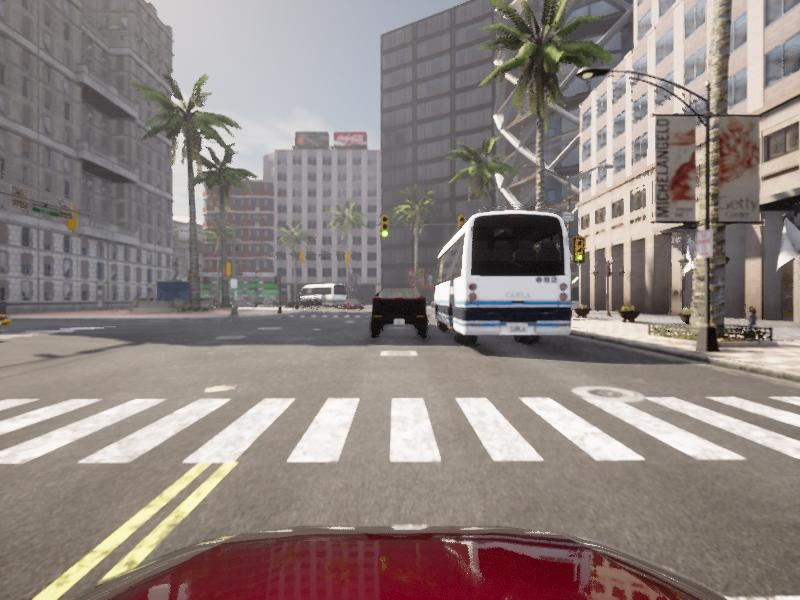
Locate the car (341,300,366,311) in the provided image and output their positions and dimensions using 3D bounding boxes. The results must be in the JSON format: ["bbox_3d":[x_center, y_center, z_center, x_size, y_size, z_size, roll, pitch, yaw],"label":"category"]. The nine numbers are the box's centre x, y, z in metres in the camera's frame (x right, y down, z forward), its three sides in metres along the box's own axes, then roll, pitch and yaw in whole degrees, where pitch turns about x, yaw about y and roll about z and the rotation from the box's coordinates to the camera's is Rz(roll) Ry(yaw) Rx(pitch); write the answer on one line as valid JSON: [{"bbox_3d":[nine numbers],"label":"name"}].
[{"bbox_3d":[-6.832,0.712,57.979,2.163,1.488,4.792,0,0,-26],"label":"car"}]

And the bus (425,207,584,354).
[{"bbox_3d":[3.347,-0.574,16.737,3.944,4.253,10.273,0,0,0],"label":"bus"}]

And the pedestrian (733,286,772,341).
[{"bbox_3d":[12.332,0.452,14.010,0.751,1.860,0.751,0,0,-14],"label":"pedestrian"}]

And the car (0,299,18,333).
[{"bbox_3d":[-21.612,0.756,18.891,5.366,1.575,1.801,0,0,0],"label":"car"}]

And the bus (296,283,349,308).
[{"bbox_3d":[-14.286,-0.710,72.984,10.273,4.253,3.944,0,-1,41],"label":"bus"}]

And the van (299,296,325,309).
[{"bbox_3d":[-13.884,0.421,62.890,2.069,2.038,4.480,1,0,-40],"label":"van"}]

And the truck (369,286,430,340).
[{"bbox_3d":[-0.036,0.497,18.804,2.390,2.098,6.274,0,0,0],"label":"truck"}]
